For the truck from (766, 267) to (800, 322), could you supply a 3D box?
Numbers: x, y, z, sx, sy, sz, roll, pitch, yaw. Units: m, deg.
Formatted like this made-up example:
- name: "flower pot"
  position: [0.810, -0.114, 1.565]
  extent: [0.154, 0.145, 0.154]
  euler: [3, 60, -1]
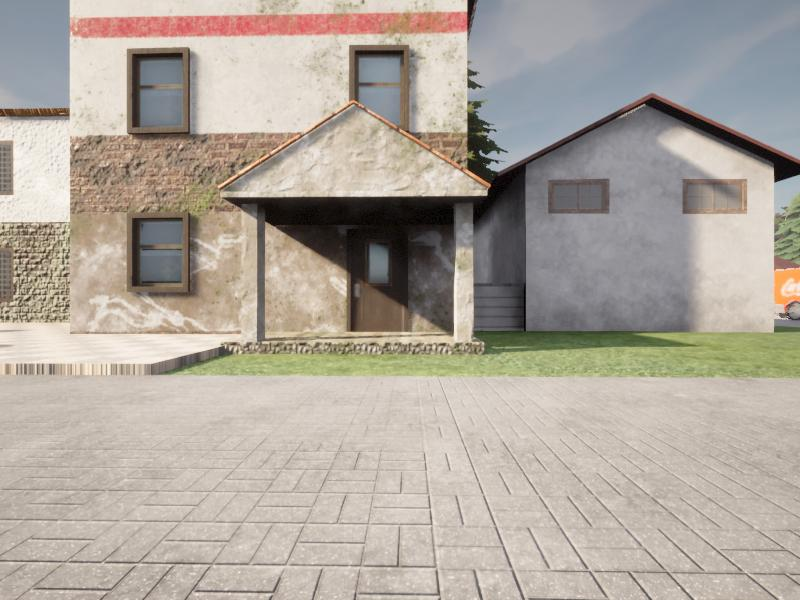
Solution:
- name: "truck"
  position: [19.096, -0.245, 16.848]
  extent: [2.627, 2.467, 5.204]
  euler: [0, 0, 1]

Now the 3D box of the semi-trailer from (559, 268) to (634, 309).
- name: "semi-trailer"
  position: [23.836, -1.219, 49.955]
  extent: [2.717, 4.402, 14.254]
  euler: [0, 0, 1]
